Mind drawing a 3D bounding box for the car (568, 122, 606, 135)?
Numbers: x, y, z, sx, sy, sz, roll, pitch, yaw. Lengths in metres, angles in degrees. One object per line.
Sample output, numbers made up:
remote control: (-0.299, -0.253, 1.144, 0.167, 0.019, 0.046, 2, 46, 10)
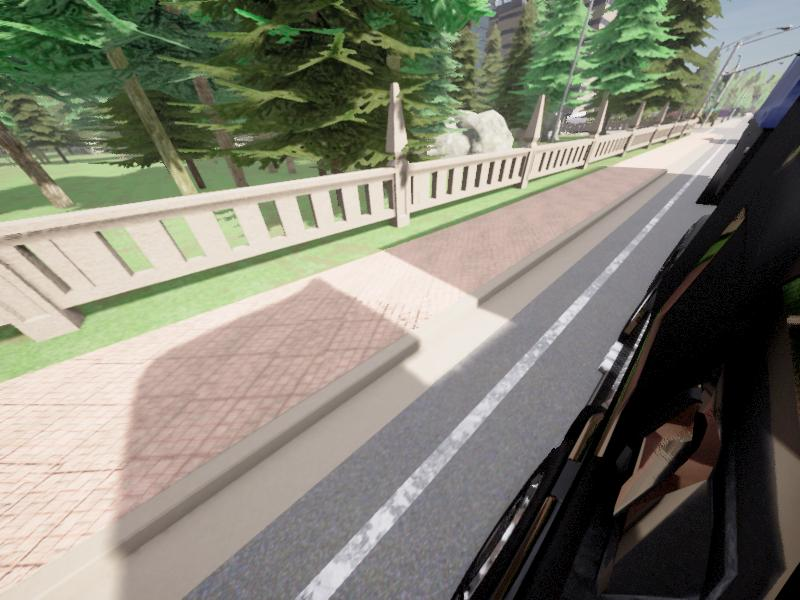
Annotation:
car: (31.882, -29.307, 39.537, 2.007, 1.525, 4.514, -28, 44, -30)

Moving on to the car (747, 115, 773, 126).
car: (65.321, -32.650, 41.983, 5.357, 1.411, 2.033, -28, 44, -30)

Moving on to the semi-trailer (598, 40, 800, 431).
semi-trailer: (8.688, -3.613, 4.237, 14.254, 4.402, 2.717, -28, 44, -30)

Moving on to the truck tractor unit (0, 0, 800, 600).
truck tractor unit: (2.645, -0.295, 0.351, 6.516, 4.208, 3.053, -28, 44, -30)

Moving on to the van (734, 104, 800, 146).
van: (30.013, -14.199, 18.700, 6.366, 2.431, 2.351, -28, 44, -30)
